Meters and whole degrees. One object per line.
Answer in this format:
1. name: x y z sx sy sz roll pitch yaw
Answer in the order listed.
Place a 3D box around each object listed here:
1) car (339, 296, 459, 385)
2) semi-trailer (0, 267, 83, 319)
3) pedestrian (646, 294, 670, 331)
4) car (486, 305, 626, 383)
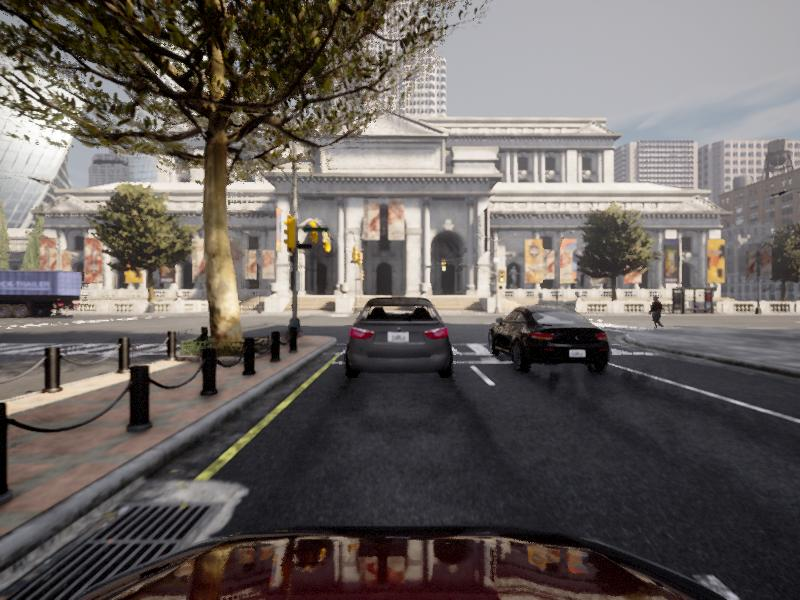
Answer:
1. car: -0.031 0.757 9.784 2.242 1.667 4.611 0 0 0
2. semi-trailer: -36.242 -0.619 35.369 14.254 4.402 2.717 0 0 0
3. pedestrian: 13.183 0.637 20.474 0.751 1.860 0.751 0 0 -5
4. car: 3.521 0.869 10.077 1.812 1.442 4.674 0 0 2
